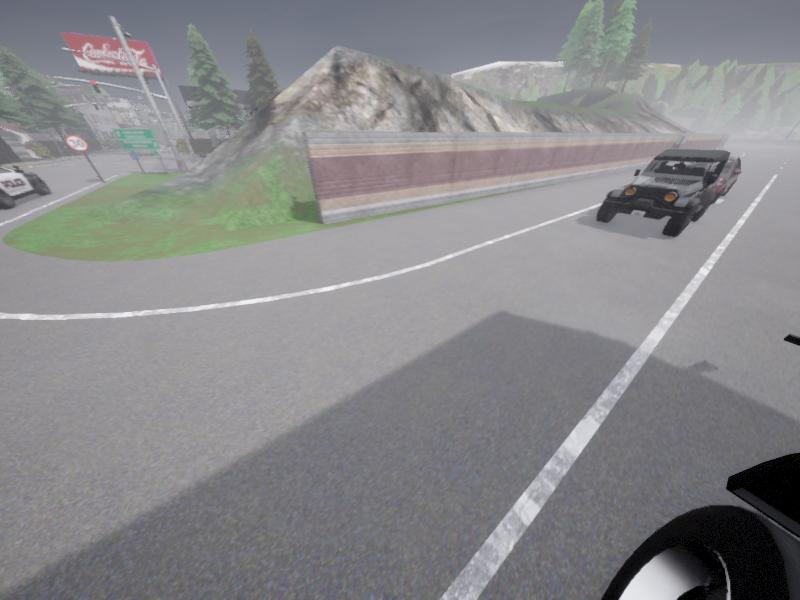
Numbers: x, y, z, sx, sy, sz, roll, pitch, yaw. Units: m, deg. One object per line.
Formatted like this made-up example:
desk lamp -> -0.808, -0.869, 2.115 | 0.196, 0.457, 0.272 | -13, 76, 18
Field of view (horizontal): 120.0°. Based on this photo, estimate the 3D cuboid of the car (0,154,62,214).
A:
car -> -15.840, -4.412, 8.633 | 2.038, 1.542, 4.974 | -22, 41, -28

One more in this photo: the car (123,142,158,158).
car -> -36.519, -21.251, 32.695 | 2.242, 1.667, 4.611 | -21, 40, -29

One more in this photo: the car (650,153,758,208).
car -> 12.774, -5.150, 9.726 | 3.705, 1.549, 1.789 | -22, 41, -28

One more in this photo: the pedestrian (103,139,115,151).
pedestrian -> -57.045, -30.448, 45.303 | 0.751, 1.860, 0.751 | 30, 45, 35

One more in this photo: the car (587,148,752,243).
car -> 7.940, -3.319, 6.886 | 3.866, 1.878, 1.905 | -22, 41, -28
